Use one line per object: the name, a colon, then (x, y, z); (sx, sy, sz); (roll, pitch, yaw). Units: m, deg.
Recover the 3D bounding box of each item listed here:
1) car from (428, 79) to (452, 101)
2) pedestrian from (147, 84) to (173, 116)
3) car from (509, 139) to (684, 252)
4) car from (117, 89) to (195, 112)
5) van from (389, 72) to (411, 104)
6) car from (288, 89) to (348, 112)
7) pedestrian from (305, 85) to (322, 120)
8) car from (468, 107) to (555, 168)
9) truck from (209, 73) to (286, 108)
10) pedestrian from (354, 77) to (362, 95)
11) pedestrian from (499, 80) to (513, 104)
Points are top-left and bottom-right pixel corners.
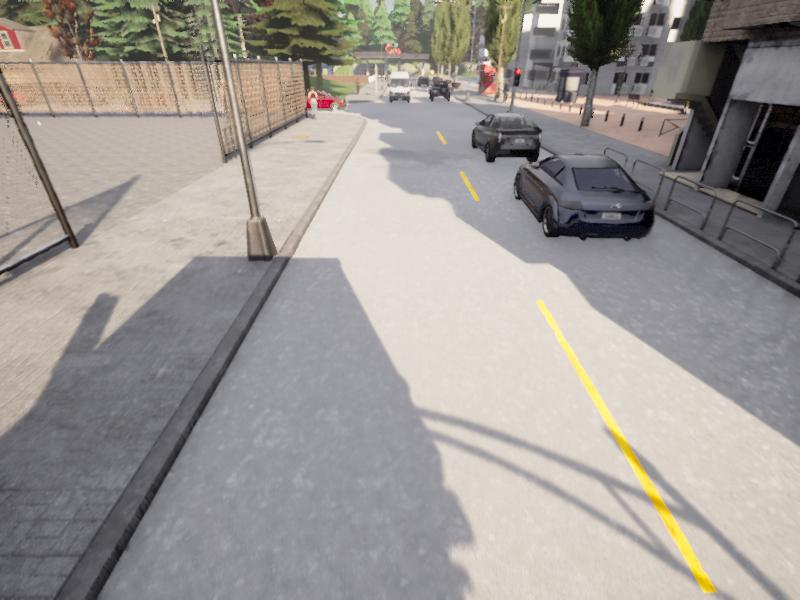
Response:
car: (4.015, -21.614, 41.078); (1.932, 1.855, 4.605); (0, 30, 0)
pedestrian: (-15.808, -13.165, 26.378); (0.751, 1.860, 0.751); (0, 30, 0)
car: (3.970, -2.585, 9.061); (1.994, 1.385, 4.181); (1, 30, 2)
car: (-18.800, -15.492, 31.037); (4.674, 1.442, 1.812); (0, 30, 0)
van: (-0.017, -20.638, 38.757); (1.988, 2.561, 5.915); (0, 30, 0)
car: (-6.271, -15.519, 31.057); (4.193, 1.474, 1.816); (-1, 30, -1)
pedestrian: (-5.339, -12.180, 24.698); (0.751, 1.860, 0.751); (-3, 30, -5)
car: (4.017, -6.355, 15.349); (2.007, 1.525, 4.514); (0, 30, 0)
truck: (-12.864, -17.918, 34.160); (5.204, 2.467, 2.627); (0, 30, 1)
pedestrian: (-4.773, -24.345, 45.508); (0.751, 1.860, 0.751); (-8, 31, -13)
pedestrian: (9.300, -18.213, 35.031); (0.751, 1.860, 0.751); (-5, 31, -8)
